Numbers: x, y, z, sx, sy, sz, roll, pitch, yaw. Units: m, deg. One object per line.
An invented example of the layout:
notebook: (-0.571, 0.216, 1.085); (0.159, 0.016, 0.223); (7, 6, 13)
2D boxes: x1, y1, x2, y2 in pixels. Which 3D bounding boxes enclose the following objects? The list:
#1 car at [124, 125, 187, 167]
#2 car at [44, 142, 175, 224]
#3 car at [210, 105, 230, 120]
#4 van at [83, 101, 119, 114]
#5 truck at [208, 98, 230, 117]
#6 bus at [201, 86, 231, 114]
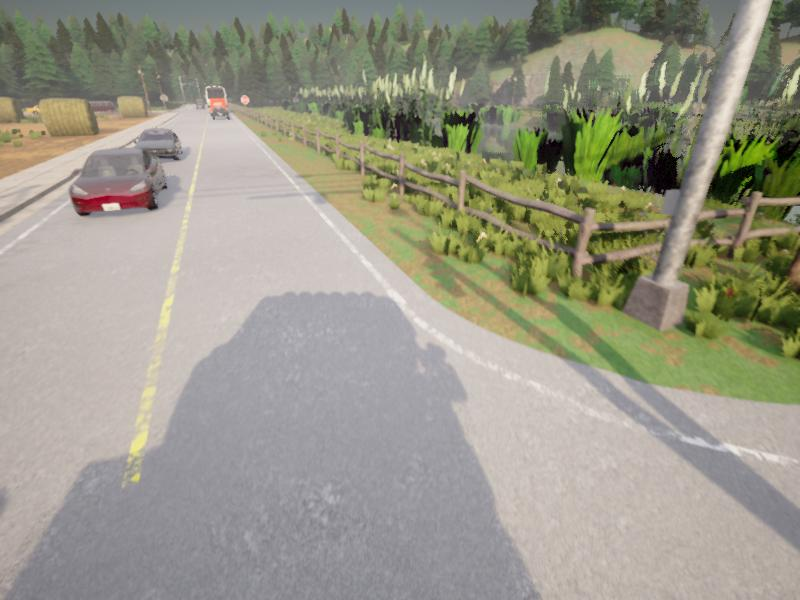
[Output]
car: (-12.570, -8.186, 20.964); (2.033, 1.411, 5.357); (-11, 29, -20)
car: (-8.567, -3.831, 12.390); (2.163, 1.488, 4.792); (-11, 29, -20)
car: (-24.503, -25.548, 54.519); (2.152, 1.651, 5.027); (-11, 29, -20)
van: (-52.230, -33.699, 70.047); (4.442, 1.987, 1.775); (-12, 30, -22)
truck: (-28.160, -29.945, 62.147); (2.627, 2.467, 5.204); (-11, 29, -20)
bus: (-33.093, -36.012, 72.002); (3.944, 4.253, 10.273); (-11, 29, -20)
